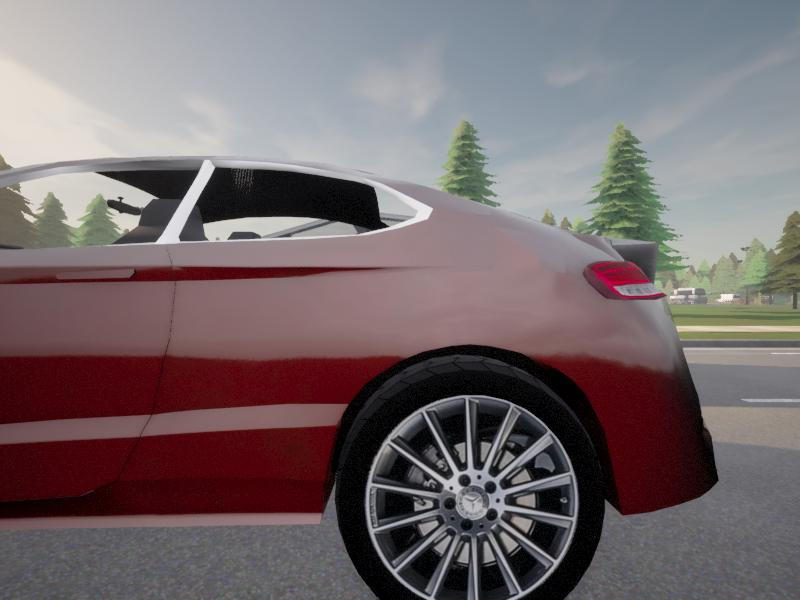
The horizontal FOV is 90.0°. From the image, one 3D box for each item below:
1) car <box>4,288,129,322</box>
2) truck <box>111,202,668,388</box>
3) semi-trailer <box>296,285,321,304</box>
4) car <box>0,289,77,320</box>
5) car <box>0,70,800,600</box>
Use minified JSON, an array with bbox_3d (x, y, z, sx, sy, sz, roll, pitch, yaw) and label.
[{"bbox_3d":[-16.387,0.222,20.100,2.128,1.511,4.902,0,0,1],"label":"car"},{"bbox_3d":[-0.117,-0.058,5.701,6.274,2.098,2.390,0,0,0],"label":"truck"},{"bbox_3d":[-22.399,-1.240,99.232,2.717,4.402,14.254,0,0,1],"label":"semi-trailer"},{"bbox_3d":[-19.877,0.228,21.032,1.837,1.490,4.892,0,0,1],"label":"car"},{"bbox_3d":[-1.307,0.179,2.200,5.027,1.651,2.152,0,0,0],"label":"car"}]
